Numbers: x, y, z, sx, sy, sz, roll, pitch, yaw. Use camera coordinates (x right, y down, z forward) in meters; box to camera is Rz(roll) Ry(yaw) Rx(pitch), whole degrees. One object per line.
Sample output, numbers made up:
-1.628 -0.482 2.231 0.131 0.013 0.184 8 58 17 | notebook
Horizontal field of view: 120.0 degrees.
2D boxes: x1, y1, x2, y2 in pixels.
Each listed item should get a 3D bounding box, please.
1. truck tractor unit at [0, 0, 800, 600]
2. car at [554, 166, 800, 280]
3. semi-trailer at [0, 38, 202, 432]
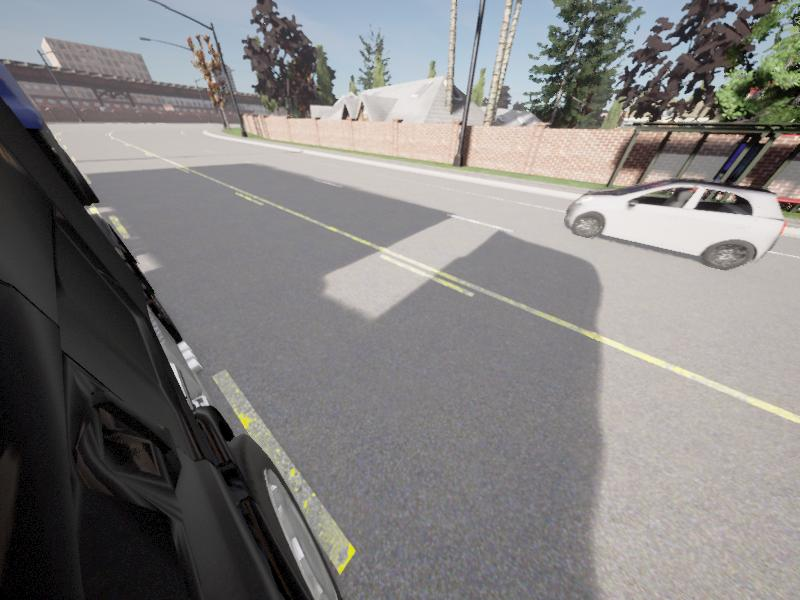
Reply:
-2.645 -0.295 0.351 6.516 4.208 3.053 28 44 30 | truck tractor unit
6.334 -2.159 5.703 3.633 1.501 1.845 28 44 29 | car
-8.723 -3.606 4.176 14.254 4.402 2.717 28 44 29 | semi-trailer
